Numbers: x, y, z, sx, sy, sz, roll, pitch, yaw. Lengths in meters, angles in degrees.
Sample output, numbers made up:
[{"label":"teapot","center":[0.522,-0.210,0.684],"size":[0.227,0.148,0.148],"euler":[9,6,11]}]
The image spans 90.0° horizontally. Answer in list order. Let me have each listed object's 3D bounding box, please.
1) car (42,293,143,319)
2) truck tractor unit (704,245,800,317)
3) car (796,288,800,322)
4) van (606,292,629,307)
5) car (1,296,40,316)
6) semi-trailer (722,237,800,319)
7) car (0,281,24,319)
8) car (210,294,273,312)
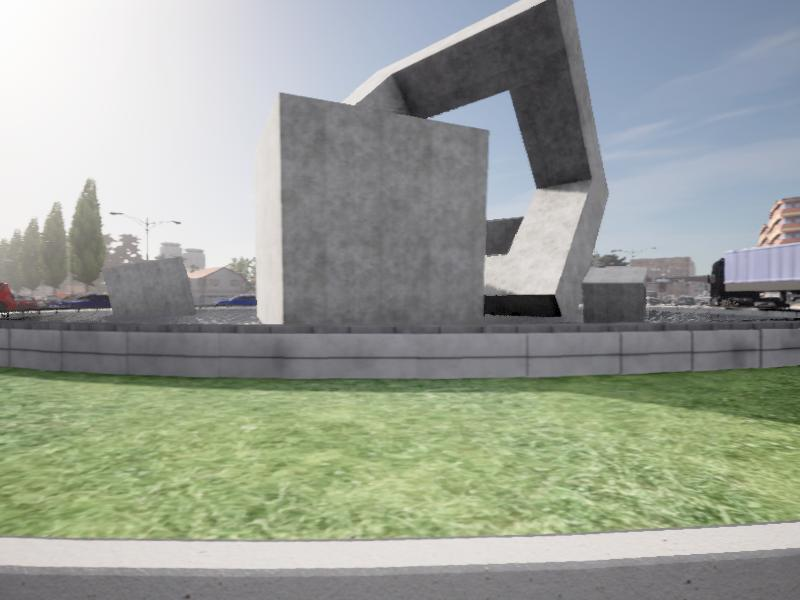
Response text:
[{"label":"car","center":[-18.759,0.318,24.731],"size":[1.812,1.442,4.674],"euler":[0,0,22]},{"label":"truck tractor unit","center":[23.237,-1.070,26.870],"size":[3.053,4.208,6.516],"euler":[-1,0,24]},{"label":"car","center":[19.476,0.236,16.233],"size":[1.801,1.575,5.366],"euler":[0,0,5]},{"label":"van","center":[36.939,-0.095,67.722],"size":[2.351,2.431,6.366],"euler":[0,0,38]},{"label":"car","center":[-27.234,0.399,28.772],"size":[1.895,1.301,4.718],"euler":[0,0,-43]},{"label":"semi-trailer","center":[23.099,-1.193,19.152],"size":[2.717,4.402,14.254],"euler":[1,0,-6]},{"label":"car","center":[-23.181,0.007,20.557],"size":[2.150,2.045,5.566],"euler":[0,0,6]},{"label":"car","center":[-14.401,0.292,36.519],"size":[5.008,1.535,1.882],"euler":[0,-1,-36]}]
